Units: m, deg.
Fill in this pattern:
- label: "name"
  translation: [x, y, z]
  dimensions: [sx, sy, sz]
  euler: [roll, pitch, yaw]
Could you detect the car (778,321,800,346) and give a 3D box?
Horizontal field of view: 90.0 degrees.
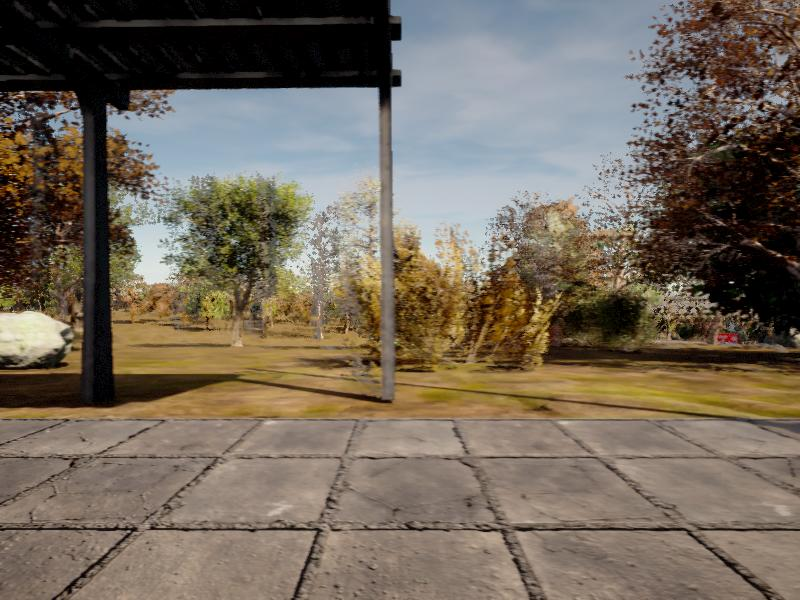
- label: "car"
  translation: [31.005, 2.499, 29.995]
  dimensions: [1.905, 1.878, 3.866]
  euler: [-1, -6, 9]
